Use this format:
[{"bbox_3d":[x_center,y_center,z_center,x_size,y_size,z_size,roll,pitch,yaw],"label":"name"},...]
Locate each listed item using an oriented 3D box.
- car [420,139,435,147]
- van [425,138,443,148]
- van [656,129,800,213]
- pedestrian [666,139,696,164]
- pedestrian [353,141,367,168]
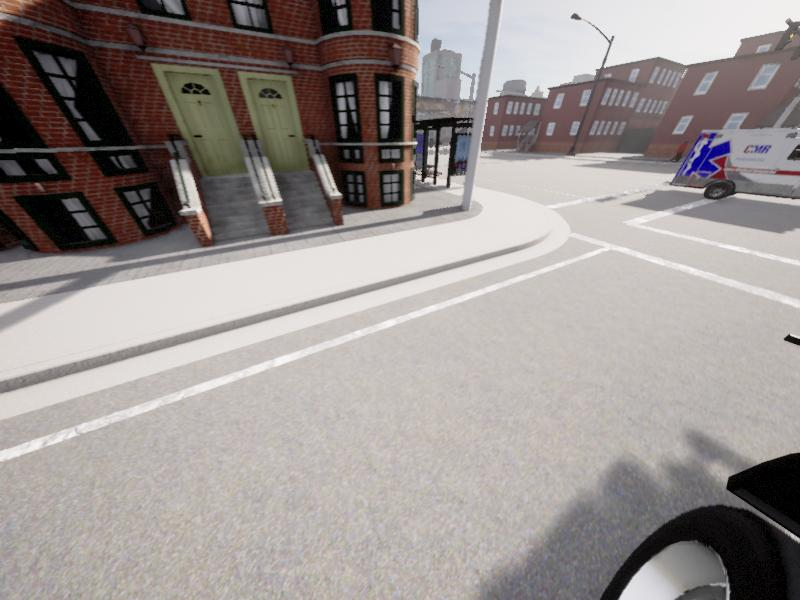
[{"bbox_3d":[7.751,-44.696,65.701,3.866,1.878,1.905,-17,38,-22],"label":"car"},{"bbox_3d":[9.205,-42.903,63.059,4.442,1.987,1.775,-17,38,-22],"label":"van"},{"bbox_3d":[14.819,-4.835,8.554,2.351,2.431,6.366,-17,38,-22],"label":"van"},{"bbox_3d":[24.965,-13.229,20.578,0.751,1.860,0.751,-12,37,-16],"label":"pedestrian"},{"bbox_3d":[-3.291,-11.927,18.966,0.751,1.860,0.751,-14,38,-19],"label":"pedestrian"}]
